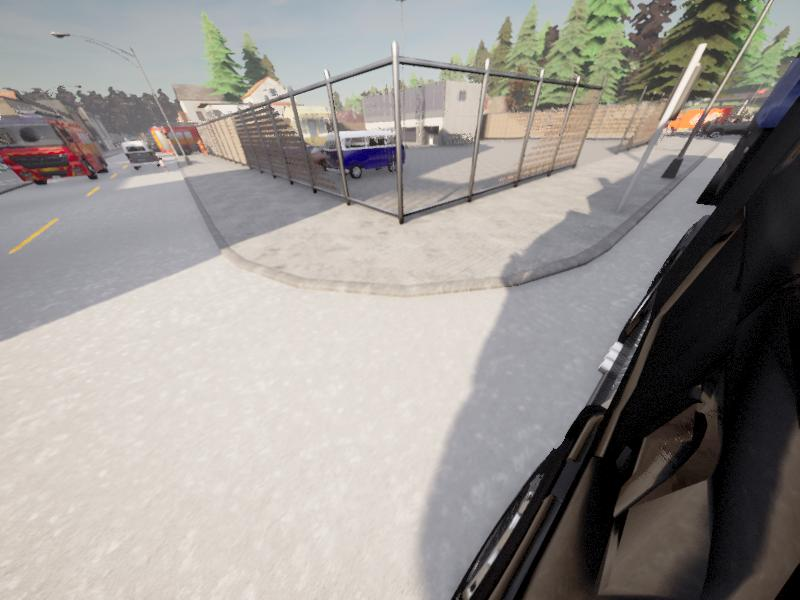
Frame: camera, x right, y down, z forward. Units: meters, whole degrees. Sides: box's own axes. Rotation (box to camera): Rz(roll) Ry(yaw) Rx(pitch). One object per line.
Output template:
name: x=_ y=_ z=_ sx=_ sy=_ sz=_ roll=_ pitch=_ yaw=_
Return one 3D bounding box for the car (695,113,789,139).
car: x=33.223 y=-17.066 z=22.748 sx=4.605 sy=1.855 sz=1.932 roll=24 pitch=46 yaw=32

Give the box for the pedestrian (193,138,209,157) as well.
pedestrian: x=-24.881 y=-19.079 z=28.878 sx=0.751 sy=1.860 sz=0.751 roll=-28 pitch=44 yaw=-30

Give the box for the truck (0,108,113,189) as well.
truck: x=-24.346 y=-10.734 z=16.292 sx=2.891 sy=3.827 sz=8.468 roll=-28 pitch=44 yaw=-30

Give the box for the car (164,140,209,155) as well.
car: x=-34.467 y=-24.745 z=37.446 sx=5.027 sy=1.651 sz=2.152 roll=-23 pitch=42 yaw=-25

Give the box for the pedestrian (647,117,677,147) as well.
pedestrian: x=20.566 y=-13.170 z=18.132 sx=0.751 sy=1.860 sz=0.751 roll=-28 pitch=44 yaw=-30

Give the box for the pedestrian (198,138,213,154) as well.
pedestrian: x=-26.868 y=-21.293 z=31.954 sx=0.751 sy=1.860 sz=0.751 roll=26 pitch=45 yaw=32

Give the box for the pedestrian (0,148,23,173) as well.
pedestrian: x=-36.302 y=-12.804 z=21.225 sx=0.751 sy=1.860 sz=0.751 roll=-26 pitch=43 yaw=-28

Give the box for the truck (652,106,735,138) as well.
truck: x=33.352 y=-20.319 z=26.540 sx=2.627 sy=2.467 sz=5.204 roll=-31 pitch=44 yaw=-33

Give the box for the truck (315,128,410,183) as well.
truck: x=-1.812 y=-7.972 z=12.574 sx=4.478 sy=2.038 sz=2.069 roll=-28 pitch=44 yaw=-30

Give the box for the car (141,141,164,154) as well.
car: x=-46.269 y=-28.594 z=43.276 sx=2.242 sy=1.667 sz=4.611 roll=-27 pitch=43 yaw=-29

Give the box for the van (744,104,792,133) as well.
van: x=45.094 y=-22.293 z=28.420 sx=5.915 sy=2.561 sz=1.988 roll=-28 pitch=44 yaw=-30

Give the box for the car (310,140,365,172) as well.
car: x=-4.244 y=-9.757 z=15.507 sx=1.789 sy=1.547 sz=3.705 roll=-28 pitch=44 yaw=-30

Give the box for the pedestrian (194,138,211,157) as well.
pedestrian: x=-23.917 y=-18.453 z=27.982 sx=0.751 sy=1.860 sz=0.751 roll=-28 pitch=44 yaw=-30

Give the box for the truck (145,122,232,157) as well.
truck: x=-30.731 y=-23.937 z=34.297 sx=2.891 sy=3.827 sz=8.468 roll=13 pitch=40 yaw=20

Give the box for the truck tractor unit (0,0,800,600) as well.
truck tractor unit: x=2.645 y=-0.295 z=0.351 sx=6.516 sy=4.208 sz=3.053 roll=-28 pitch=44 yaw=-30

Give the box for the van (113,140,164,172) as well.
van: x=-23.246 y=-13.033 z=20.776 sx=2.069 sy=2.038 sz=4.480 roll=-28 pitch=44 yaw=-30

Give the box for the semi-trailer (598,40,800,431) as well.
semi-trailer: x=8.692 y=-3.613 z=4.228 sx=14.254 sy=4.402 sz=2.717 roll=-28 pitch=44 yaw=-30

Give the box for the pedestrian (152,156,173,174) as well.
pedestrian: x=-17.585 y=-9.988 z=17.104 sx=0.500 sy=1.100 sz=0.500 roll=14 pitch=40 yaw=21

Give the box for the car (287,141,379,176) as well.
car: x=-4.217 y=-9.534 z=15.328 sx=5.357 sy=1.415 sz=2.033 roll=-28 pitch=44 yaw=-30

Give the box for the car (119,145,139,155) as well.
car: x=-53.421 y=-29.622 z=45.600 sx=1.837 sy=1.490 sz=4.892 roll=-28 pitch=44 yaw=-30
